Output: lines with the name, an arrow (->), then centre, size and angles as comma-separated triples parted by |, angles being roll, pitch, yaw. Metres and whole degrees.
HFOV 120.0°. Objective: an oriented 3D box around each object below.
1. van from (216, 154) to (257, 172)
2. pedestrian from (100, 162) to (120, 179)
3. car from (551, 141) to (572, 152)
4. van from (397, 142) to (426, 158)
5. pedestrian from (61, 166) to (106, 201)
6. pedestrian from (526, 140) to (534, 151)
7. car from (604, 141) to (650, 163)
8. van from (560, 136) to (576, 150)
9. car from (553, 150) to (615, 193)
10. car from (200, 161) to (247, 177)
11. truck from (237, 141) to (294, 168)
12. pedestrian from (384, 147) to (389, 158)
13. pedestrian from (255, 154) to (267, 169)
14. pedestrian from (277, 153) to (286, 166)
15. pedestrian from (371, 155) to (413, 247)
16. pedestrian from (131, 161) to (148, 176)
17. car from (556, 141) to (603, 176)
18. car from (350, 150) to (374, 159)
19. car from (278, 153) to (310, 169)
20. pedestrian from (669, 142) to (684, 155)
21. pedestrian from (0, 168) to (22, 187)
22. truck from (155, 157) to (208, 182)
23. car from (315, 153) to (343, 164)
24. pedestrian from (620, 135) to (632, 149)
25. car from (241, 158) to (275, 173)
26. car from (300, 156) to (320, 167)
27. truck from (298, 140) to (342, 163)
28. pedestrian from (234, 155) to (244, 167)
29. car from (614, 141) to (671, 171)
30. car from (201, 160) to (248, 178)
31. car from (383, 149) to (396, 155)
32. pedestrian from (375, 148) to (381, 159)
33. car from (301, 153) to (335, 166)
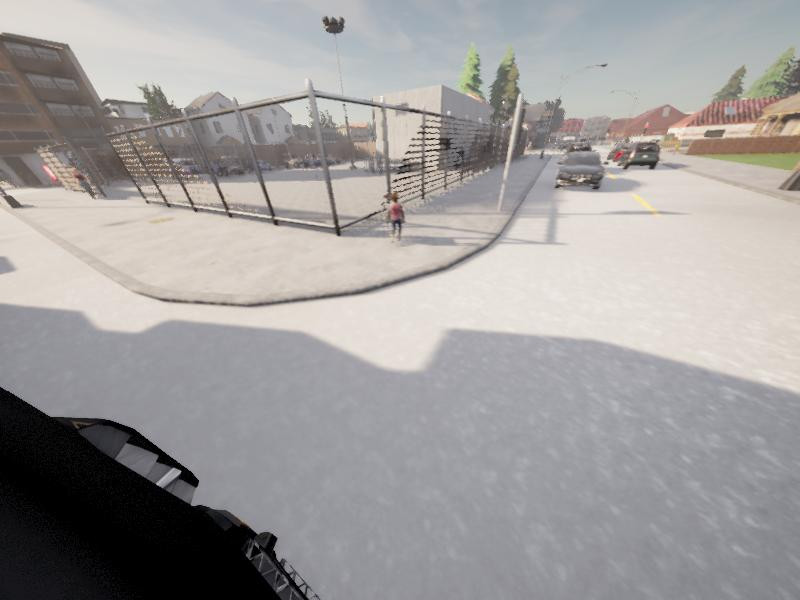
van -> -26.013, -21.978, 37.020 | 2.069, 2.038, 4.480 | 16, 38, 26
pedestrian -> -39.879, -17.810, 31.780 | 0.751, 1.860, 0.751 | 9, 35, 17
car -> 29.843, -28.406, 42.713 | 3.705, 1.549, 1.789 | -27, 41, -32
van -> 2.423, -32.079, 49.463 | 5.915, 2.561, 1.988 | 16, 38, 26
pedestrian -> -19.710, -7.252, 14.420 | 0.751, 1.860, 0.751 | 16, 38, 26
pedestrian -> 25.978, -30.865, 46.186 | 0.751, 1.860, 0.751 | -26, 40, -31
car -> 21.191, -13.969, 21.806 | 2.007, 1.525, 4.514 | 15, 38, 25
van -> 40.017, -37.475, 55.086 | 2.351, 2.431, 6.366 | 16, 38, 26
car -> 9.424, -6.904, 12.183 | 1.837, 1.490, 4.892 | 16, 38, 26
car -> -20.797, -15.399, 27.209 | 5.357, 1.415, 2.033 | 16, 38, 26
truck -> -25.349, -27.859, 44.159 | 2.891, 3.827, 8.468 | 16, 38, 26
pedestrian -> -2.919, -31.637, 49.599 | 0.751, 1.860, 0.751 | -25, 40, -29
pedestrian -> -21.983, -21.850, 36.442 | 0.751, 1.860, 0.751 | 13, 37, 22
pedestrian -> -20.217, -23.921, 39.403 | 0.751, 1.860, 0.751 | -28, 41, -33
pedestrian -> -0.119, -2.294, 5.455 | 0.751, 1.860, 0.751 | 4, 34, 11
pedestrian -> -38.715, -19.608, 34.380 | 0.751, 1.860, 0.751 | 17, 39, 28
car -> 12.785, -10.340, 16.716 | 1.932, 1.855, 4.605 | 16, 38, 26
car -> -9.102, -34.875, 55.399 | 5.366, 1.575, 1.801 | 3, 34, 10
car -> -15.450, -20.350, 33.781 | 3.866, 1.878, 1.905 | 16, 38, 26
pedestrian -> 28.528, -15.610, 23.841 | 0.500, 1.100, 0.500 | 16, 38, 26
pedestrian -> -45.758, -14.235, 26.890 | 0.751, 1.860, 0.751 | 1, 34, 7
truck -> -22.938, -13.724, 24.307 | 4.478, 2.038, 2.069 | 16, 38, 26
car -> -12.120, -24.047, 39.366 | 4.193, 1.474, 1.816 | 16, 38, 26
pedestrian -> 36.290, -25.346, 37.119 | 0.751, 1.860, 0.751 | 21, 41, 32
car -> -18.810, -17.886, 30.664 | 3.633, 1.501, 1.845 | 16, 38, 26
car -> -13.611, -21.040, 35.047 | 2.207, 1.379, 1.481 | 16, 38, 26
truck -> -16.837, -31.850, 49.469 | 2.891, 3.827, 8.468 | 16, 38, 26
pedestrian -> -31.364, -27.055, 44.964 | 0.751, 1.860, 0.751 | 7, 35, 14
car -> 17.810, -10.793, 17.245 | 1.851, 1.617, 3.988 | 16, 38, 26
car -> -20.548, -15.532, 27.259 | 1.789, 1.547, 3.705 | 16, 38, 26
car -> -3.462, -48.413, 75.691 | 1.837, 1.490, 4.892 | 16, 38, 26
pedestrian -> -4.583, -30.612, 48.196 | 0.751, 1.860, 0.751 | 14, 37, 23
car -> -13.076, -22.340, 36.763 | 4.611, 1.667, 2.242 | 16, 38, 26
